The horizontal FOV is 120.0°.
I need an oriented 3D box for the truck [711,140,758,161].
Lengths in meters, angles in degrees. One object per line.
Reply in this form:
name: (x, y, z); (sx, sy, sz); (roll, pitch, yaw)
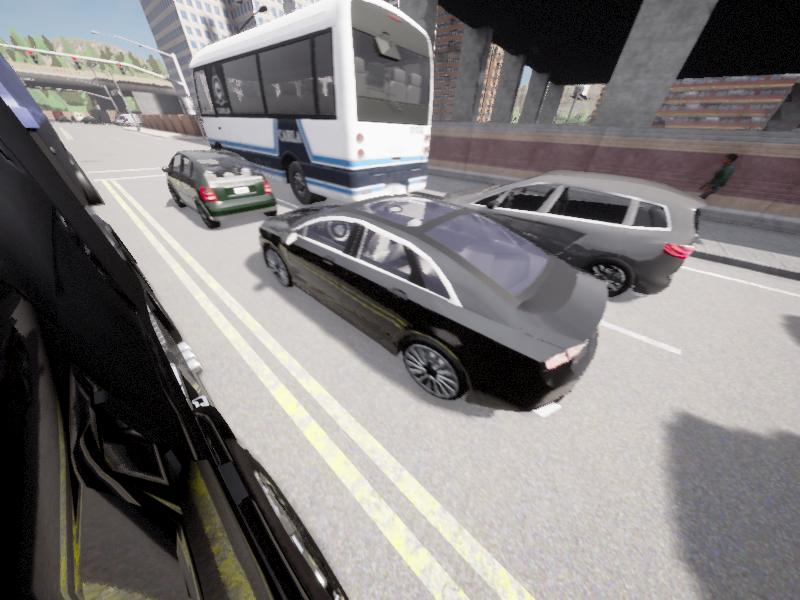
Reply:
truck: (52.605, -23.676, 36.508); (2.615, 2.467, 5.204); (28, 44, 30)

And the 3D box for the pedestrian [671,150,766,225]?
pedestrian: (9.320, -3.342, 6.896); (0.751, 1.860, 0.751); (29, 44, 31)

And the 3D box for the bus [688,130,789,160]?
bus: (67.001, -31.356, 46.516); (10.273, 4.253, 3.944); (28, 44, 30)

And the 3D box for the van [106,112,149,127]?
van: (-65.351, -43.332, 55.607); (1.988, 2.561, 5.915); (25, 42, 27)

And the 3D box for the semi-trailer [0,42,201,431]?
semi-trailer: (-8.695, -3.595, 4.249); (14.254, 4.402, 2.717); (28, 43, 30)

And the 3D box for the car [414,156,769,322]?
car: (2.878, -1.767, 4.826); (4.611, 1.667, 2.242); (28, 43, 30)

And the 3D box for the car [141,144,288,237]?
car: (-5.102, -3.236, 6.398); (3.705, 1.549, 1.789); (28, 44, 30)

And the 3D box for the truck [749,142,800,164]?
truck: (55.896, -21.917, 34.348); (2.615, 2.467, 5.204); (28, 44, 30)

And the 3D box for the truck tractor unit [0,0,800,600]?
truck tractor unit: (-2.645, -0.295, 0.351); (6.516, 4.208, 3.053); (28, 44, 30)

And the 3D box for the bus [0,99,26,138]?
bus: (-42.841, -19.056, 23.047); (10.273, 4.253, 3.944); (28, 43, 30)

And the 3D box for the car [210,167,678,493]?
car: (-0.187, -0.603, 3.200); (4.902, 1.511, 2.128); (28, 43, 30)

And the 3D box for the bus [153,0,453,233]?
bus: (-3.933, -6.356, 8.407); (10.273, 4.253, 3.944); (28, 43, 30)
